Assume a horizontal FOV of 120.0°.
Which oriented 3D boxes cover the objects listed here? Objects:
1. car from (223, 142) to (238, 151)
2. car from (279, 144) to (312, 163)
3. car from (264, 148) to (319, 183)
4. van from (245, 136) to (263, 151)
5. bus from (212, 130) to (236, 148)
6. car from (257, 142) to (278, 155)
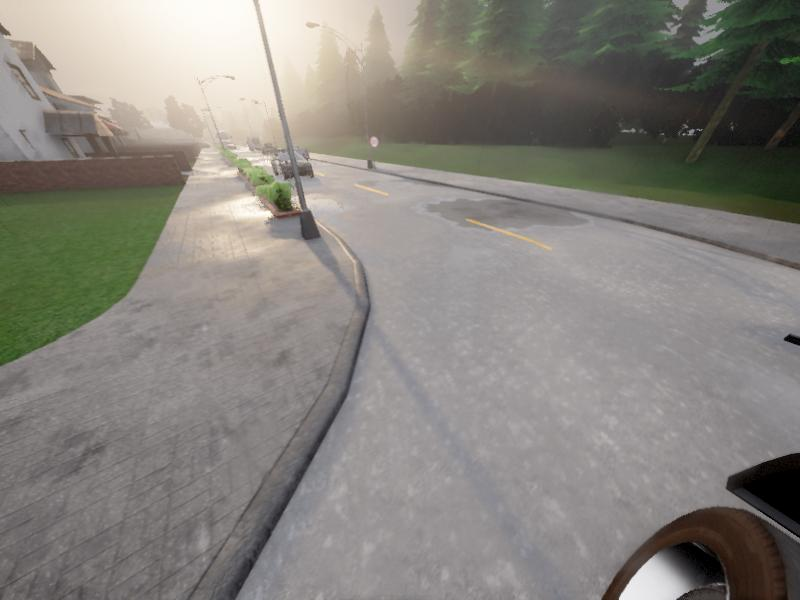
[{"bbox_3d":[-41.115,-37.188,55.898,2.152,1.651,5.027,-22,40,-27],"label":"car"},{"bbox_3d":[-12.583,-17.620,27.622,2.152,1.651,5.027,-22,40,-27],"label":"car"},{"bbox_3d":[-7.531,-9.368,15.848,1.930,1.638,5.238,-22,41,-27],"label":"car"},{"bbox_3d":[-31.734,-33.940,50.147,1.988,2.561,5.915,-22,40,-27],"label":"van"},{"bbox_3d":[-52.857,-48.255,69.175,3.944,4.253,10.273,-22,40,-28],"label":"bus"},{"bbox_3d":[-22.730,-26.057,39.685,2.033,1.649,4.856,-22,41,-27],"label":"car"}]
